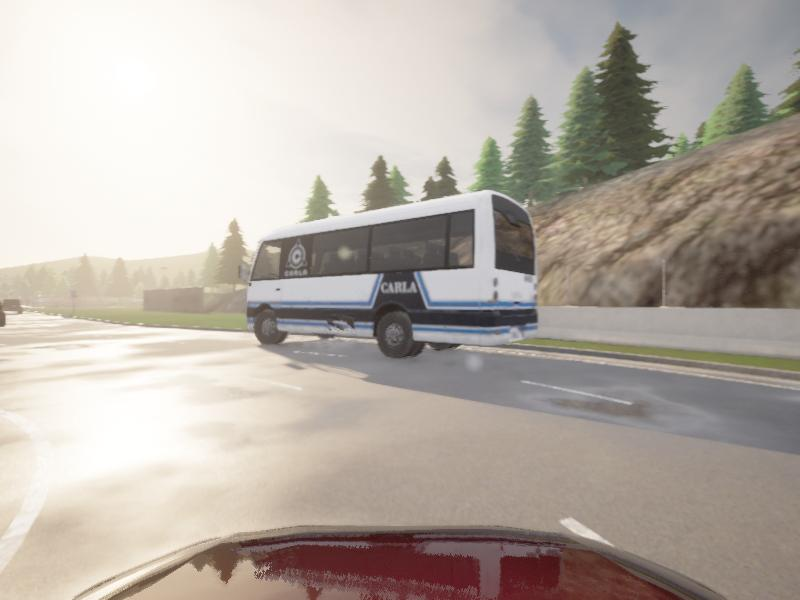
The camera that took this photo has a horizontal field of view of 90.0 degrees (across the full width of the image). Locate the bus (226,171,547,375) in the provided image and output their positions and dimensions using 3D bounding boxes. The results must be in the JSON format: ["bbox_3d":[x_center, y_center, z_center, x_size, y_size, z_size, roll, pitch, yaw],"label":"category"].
[{"bbox_3d":[-1.055,-0.529,13.035,10.273,4.253,3.944,0,-1,37],"label":"bus"}]

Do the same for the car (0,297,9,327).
[{"bbox_3d":[-26.544,0.741,25.543,3.866,1.878,1.905,0,0,40],"label":"car"}]
